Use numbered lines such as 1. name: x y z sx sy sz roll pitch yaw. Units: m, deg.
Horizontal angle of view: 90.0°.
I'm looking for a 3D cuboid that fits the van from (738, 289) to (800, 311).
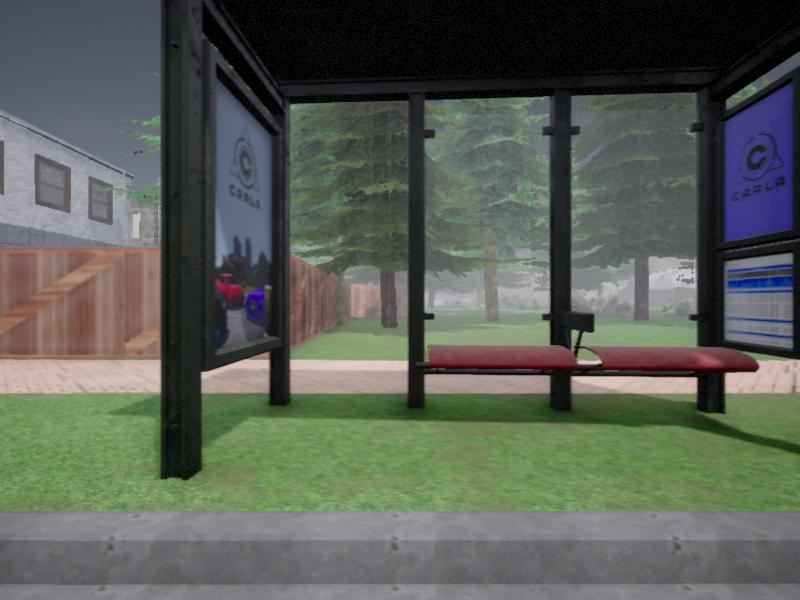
1. van: 34.969 0.022 38.075 1.775 1.987 4.442 0 0 -2
